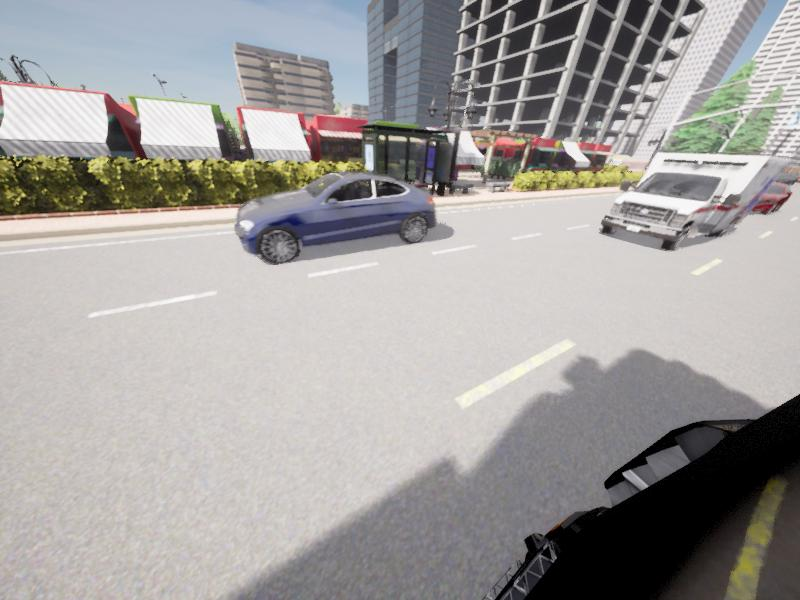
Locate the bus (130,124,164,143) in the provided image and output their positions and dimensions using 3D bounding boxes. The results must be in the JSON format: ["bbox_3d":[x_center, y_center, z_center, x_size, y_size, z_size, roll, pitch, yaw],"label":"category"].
[{"bbox_3d":[-78.488,-51.709,72.061,3.944,4.253,10.273,-15,37,-25],"label":"bus"}]

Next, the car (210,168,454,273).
[{"bbox_3d":[-1.384,-2.355,5.974,5.027,1.651,2.152,-15,37,-25],"label":"car"}]

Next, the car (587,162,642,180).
[{"bbox_3d":[29.208,-17.727,31.626,2.033,1.649,4.856,-15,38,-25],"label":"car"}]

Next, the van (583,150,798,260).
[{"bbox_3d":[9.701,-3.433,7.774,6.366,2.431,2.351,-15,37,-25],"label":"van"}]

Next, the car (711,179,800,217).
[{"bbox_3d":[20.684,-5.986,13.340,5.008,1.535,1.882,-15,37,-25],"label":"car"}]

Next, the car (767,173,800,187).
[{"bbox_3d":[57.718,-18.031,34.584,5.008,1.535,1.882,-15,37,-25],"label":"car"}]

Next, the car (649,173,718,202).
[{"bbox_3d":[20.035,-8.011,16.361,3.633,1.501,1.845,-15,37,-25],"label":"car"}]

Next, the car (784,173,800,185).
[{"bbox_3d":[70.190,-21.345,40.620,3.988,1.617,1.851,-15,37,-25],"label":"car"}]
